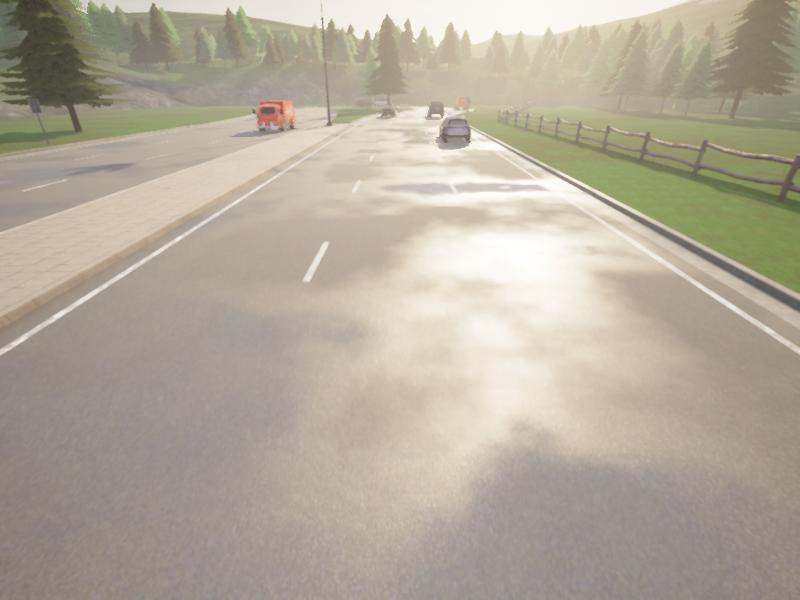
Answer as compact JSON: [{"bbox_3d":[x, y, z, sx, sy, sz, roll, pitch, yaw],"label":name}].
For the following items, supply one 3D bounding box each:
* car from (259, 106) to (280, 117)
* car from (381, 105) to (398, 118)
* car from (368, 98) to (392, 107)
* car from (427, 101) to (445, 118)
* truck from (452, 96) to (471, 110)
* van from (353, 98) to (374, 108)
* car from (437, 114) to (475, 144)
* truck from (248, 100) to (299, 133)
[{"bbox_3d":[-19.242,-27.896,59.125,1.895,1.301,4.718,-2,27,-5],"label":"car"},{"bbox_3d":[-1.472,-27.105,57.412,1.837,1.490,4.892,3,28,6],"label":"car"},{"bbox_3d":[-4.762,-47.705,96.682,5.566,2.045,2.150,1,27,2],"label":"car"},{"bbox_3d":[5.129,-27.335,57.267,2.150,2.045,5.566,0,28,1],"label":"car"},{"bbox_3d":[12.872,-41.486,84.195,2.627,2.467,5.204,-2,27,-4],"label":"truck"},{"bbox_3d":[-8.502,-45.935,93.308,4.442,1.987,1.775,-7,28,-14],"label":"van"},{"bbox_3d":[3.904,-12.311,28.639,2.033,1.649,4.856,0,27,1],"label":"car"},{"bbox_3d":[-10.992,-16.292,35.423,2.627,2.467,5.204,0,27,1],"label":"truck"}]
